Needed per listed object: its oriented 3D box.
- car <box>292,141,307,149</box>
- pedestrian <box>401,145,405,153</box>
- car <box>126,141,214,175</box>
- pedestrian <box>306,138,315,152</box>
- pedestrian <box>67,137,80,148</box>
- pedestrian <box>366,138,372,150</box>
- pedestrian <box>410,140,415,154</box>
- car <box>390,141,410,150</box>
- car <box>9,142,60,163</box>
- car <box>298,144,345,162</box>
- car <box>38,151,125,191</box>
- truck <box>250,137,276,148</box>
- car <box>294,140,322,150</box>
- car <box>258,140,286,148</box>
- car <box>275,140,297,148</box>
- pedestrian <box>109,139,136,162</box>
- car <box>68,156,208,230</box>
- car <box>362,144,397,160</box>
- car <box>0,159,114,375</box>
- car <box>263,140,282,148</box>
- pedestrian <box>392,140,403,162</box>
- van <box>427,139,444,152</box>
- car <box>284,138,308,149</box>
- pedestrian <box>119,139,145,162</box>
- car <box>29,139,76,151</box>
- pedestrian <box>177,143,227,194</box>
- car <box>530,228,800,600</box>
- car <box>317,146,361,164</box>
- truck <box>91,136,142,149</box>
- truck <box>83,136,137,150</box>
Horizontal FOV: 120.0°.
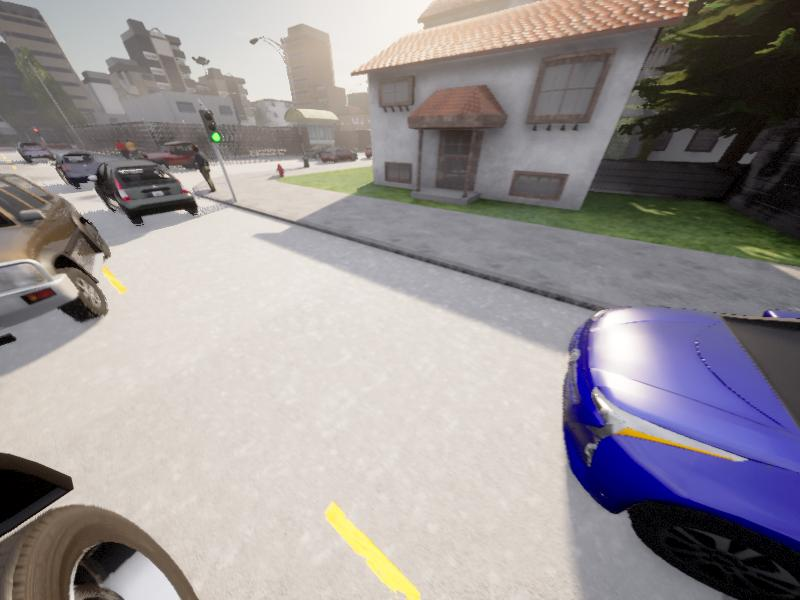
[{"bbox_3d":[-20.656,-31.893,47.543,1.481,1.379,2.207,22,40,27],"label":"car"},{"bbox_3d":[0.517,-25.163,38.576,0.500,1.100,0.500,5,35,7],"label":"pedestrian"},{"bbox_3d":[-16.907,-10.687,17.264,1.905,1.878,3.866,18,39,23],"label":"car"},{"bbox_3d":[-15.459,-26.806,39.930,0.751,1.860,0.751,13,37,17],"label":"pedestrian"},{"bbox_3d":[-68.315,-33.034,48.330,0.751,1.860,0.751,-27,44,-33],"label":"pedestrian"},{"bbox_3d":[-6.281,-31.266,46.329,0.751,1.860,0.751,-30,45,-35],"label":"pedestrian"},{"bbox_3d":[2.002,-24.967,37.649,0.751,1.860,0.751,5,36,7],"label":"pedestrian"},{"bbox_3d":[-0.105,-34.629,51.705,4.193,1.474,1.816,23,41,29],"label":"car"},{"bbox_3d":[-37.940,-15.382,23.961,4.856,1.649,2.033,22,40,28],"label":"car"},{"bbox_3d":[-9.045,-17.360,27.119,2.128,1.511,4.902,22,40,27],"label":"car"},{"bbox_3d":[-17.064,-7.042,12.411,3.633,1.501,1.845,22,40,27],"label":"car"},{"bbox_3d":[-32.923,-38.094,55.723,2.069,2.038,4.478,22,40,27],"label":"truck"},{"bbox_3d":[-18.552,-31.567,46.920,2.242,1.667,4.611,22,40,27],"label":"car"},{"bbox_3d":[-29.748,-36.460,53.975,2.033,1.415,5.357,22,40,27],"label":"car"},{"bbox_3d":[-25.653,-35.167,52.072,1.845,1.501,3.633,22,40,27],"label":"car"},{"bbox_3d":[-27.084,-14.658,22.591,0.751,1.860,0.751,17,39,22],"label":"pedestrian"},{"bbox_3d":[-8.797,-3.784,7.798,3.988,1.617,1.851,22,40,27],"label":"car"},{"bbox_3d":[-2.435,-18.810,29.219,2.007,1.525,4.514,22,40,27],"label":"car"},{"bbox_3d":[-6.221,-0.806,3.370,4.605,1.855,1.932,30,44,35],"label":"car"},{"bbox_3d":[-29.651,-36.368,53.721,3.705,1.547,1.789,22,40,27],"label":"car"},{"bbox_3d":[-0.260,-15.731,24.363,0.751,1.860,0.751,22,41,28],"label":"pedestrian"},{"bbox_3d":[6.924,-30.933,46.088,1.775,1.987,4.442,-7,36,-11],"label":"van"},{"bbox_3d":[-21.951,-33.184,48.998,1.905,1.878,3.866,22,40,27],"label":"car"},{"bbox_3d":[-25.709,-14.363,22.185,0.751,1.860,0.751,22,41,28],"label":"pedestrian"},{"bbox_3d":[-61.349,-27.463,40.896,1.851,1.617,3.988,2,35,2],"label":"car"},{"bbox_3d":[-8.607,-5.746,10.140,0.751,1.860,0.751,3,35,4],"label":"pedestrian"},{"bbox_3d":[3.449,1.131,1.009,4.514,1.525,2.007,22,40,27],"label":"car"},{"bbox_3d":[-6.368,-15.429,24.530,1.994,1.385,4.181,21,40,26],"label":"car"},{"bbox_3d":[-60.110,-33.538,49.089,2.390,2.098,6.274,22,41,27],"label":"truck"},{"bbox_3d":[-57.710,-31.455,46.159,2.390,2.098,6.274,22,40,27],"label":"truck"}]
